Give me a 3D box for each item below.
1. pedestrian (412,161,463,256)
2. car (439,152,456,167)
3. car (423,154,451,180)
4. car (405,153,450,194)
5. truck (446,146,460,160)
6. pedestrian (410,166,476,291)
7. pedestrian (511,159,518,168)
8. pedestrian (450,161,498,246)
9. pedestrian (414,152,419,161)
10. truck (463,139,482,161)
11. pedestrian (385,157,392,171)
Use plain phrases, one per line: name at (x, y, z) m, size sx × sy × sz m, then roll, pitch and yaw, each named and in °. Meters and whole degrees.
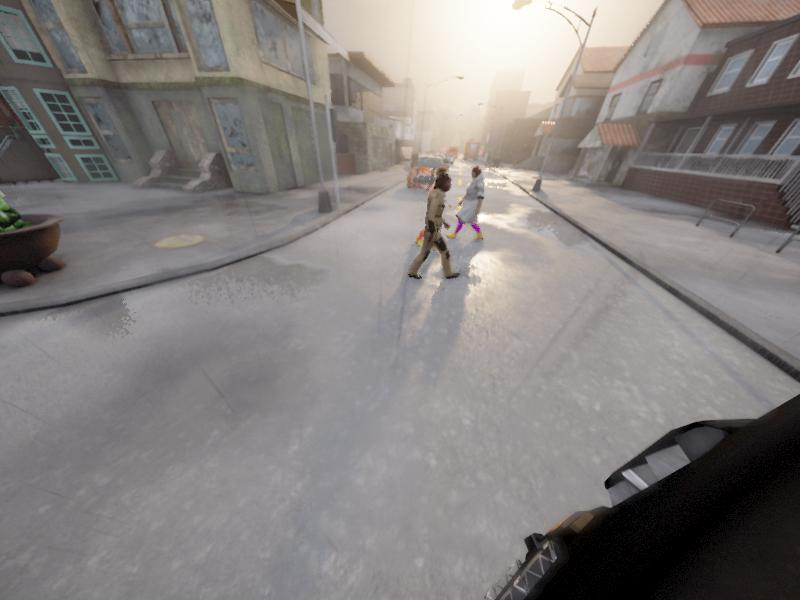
pedestrian at (0.827, -2.077, 5.320) m, size 0.751 × 1.860 × 0.751 m, roll 16°, pitch 36°, yaw 19°
car at (7.033, -20.740, 34.013) m, size 2.038 × 1.542 × 4.974 m, roll 9°, pitch 35°, yaw 9°
car at (3.248, -11.470, 19.820) m, size 1.851 × 1.617 × 3.988 m, roll 9°, pitch 34°, yaw 9°
car at (1.822, -8.025, 14.399) m, size 2.097 × 1.767 × 4.553 m, roll 9°, pitch 34°, yaw 9°
truck at (12.397, -34.278, 53.767) m, size 2.627 × 2.467 × 5.204 m, roll 9°, pitch 35°, yaw 9°
pedestrian at (0.619, -1.162, 3.936) m, size 0.751 × 1.860 × 0.751 m, roll 2°, pitch 34°, yaw -1°
pedestrian at (15.881, -18.924, 32.007) m, size 0.500 × 1.100 × 0.500 m, roll 11°, pitch 35°, yaw 13°
pedestrian at (1.828, -2.455, 5.949) m, size 0.751 × 1.860 × 0.751 m, roll 8°, pitch 34°, yaw 8°
pedestrian at (2.666, -23.768, 38.258) m, size 0.751 × 1.300 × 0.751 m, roll 2°, pitch 34°, yaw 0°
truck at (15.932, -33.260, 51.272) m, size 2.891 × 3.827 × 8.468 m, roll 9°, pitch 34°, yaw 9°
pedestrian at (-1.079, -12.979, 22.035) m, size 0.500 × 1.100 × 0.500 m, roll 9°, pitch 34°, yaw 10°
